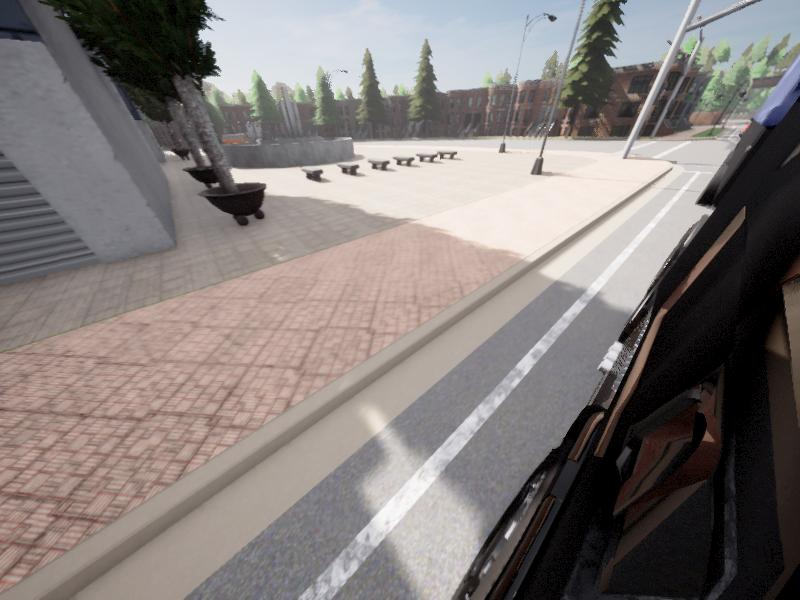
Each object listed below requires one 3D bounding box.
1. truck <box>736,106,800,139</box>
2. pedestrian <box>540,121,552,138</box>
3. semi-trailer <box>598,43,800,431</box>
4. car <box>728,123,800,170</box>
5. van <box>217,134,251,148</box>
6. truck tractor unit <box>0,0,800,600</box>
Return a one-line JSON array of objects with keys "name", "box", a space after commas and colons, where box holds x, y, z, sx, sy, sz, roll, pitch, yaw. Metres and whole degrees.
[{"name": "truck", "box": [38.331, -18.544, 24.175, 5.204, 2.467, 2.627, -28, 44, -30]}, {"name": "pedestrian", "box": [20.834, -24.309, 32.993, 0.751, 1.860, 0.751, -28, 44, -30]}, {"name": "semi-trailer", "box": [8.702, -3.589, 4.245, 14.254, 4.402, 2.717, -28, 44, -30]}, {"name": "car", "box": [19.291, -8.083, 11.969, 5.238, 1.638, 1.930, -28, 44, -30]}, {"name": "van", "box": [-30.770, -29.677, 43.060, 4.442, 1.987, 1.775, -7, 37, -6]}, {"name": "truck tractor unit", "box": [2.645, -0.295, 0.351, 6.516, 4.208, 3.053, -28, 44, -30]}]
